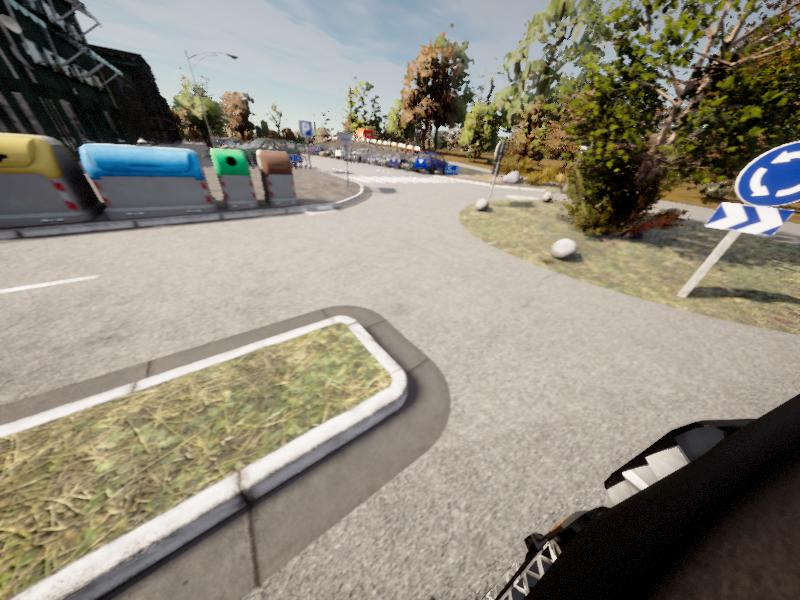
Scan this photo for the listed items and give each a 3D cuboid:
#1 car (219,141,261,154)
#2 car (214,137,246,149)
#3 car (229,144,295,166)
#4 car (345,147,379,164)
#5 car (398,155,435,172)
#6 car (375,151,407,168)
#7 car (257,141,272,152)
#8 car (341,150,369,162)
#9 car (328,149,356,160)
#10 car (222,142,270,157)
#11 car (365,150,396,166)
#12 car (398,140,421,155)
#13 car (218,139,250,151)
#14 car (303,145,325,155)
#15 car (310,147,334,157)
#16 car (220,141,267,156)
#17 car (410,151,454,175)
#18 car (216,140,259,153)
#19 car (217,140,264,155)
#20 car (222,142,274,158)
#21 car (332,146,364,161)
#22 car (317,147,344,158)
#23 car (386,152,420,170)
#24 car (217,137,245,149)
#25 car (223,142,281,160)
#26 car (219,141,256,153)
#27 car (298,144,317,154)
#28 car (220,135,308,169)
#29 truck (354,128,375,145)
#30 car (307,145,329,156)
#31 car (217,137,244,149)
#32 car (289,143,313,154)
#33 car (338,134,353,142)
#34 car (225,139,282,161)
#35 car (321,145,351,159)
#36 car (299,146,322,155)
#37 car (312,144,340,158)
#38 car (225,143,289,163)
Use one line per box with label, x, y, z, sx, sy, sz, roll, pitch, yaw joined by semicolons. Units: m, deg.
car;-25.843;-24.810;37.604;2.097;1.535;5.008;24;38;28
car;-42.289;-39.167;57.595;2.435;2.045;5.566;24;38;28
car;-12.666;-13.469;21.535;2.002;1.452;4.674;24;38;28
car;-6.274;-24.511;39.197;2.435;2.045;5.566;25;37;27
car;2.139;-17.095;29.085;2.231;1.521;4.892;25;37;27
car;-1.201;-20.098;33.144;2.185;1.767;4.553;25;37;27
car;-31.596;-35.630;53.640;2.097;1.767;4.553;-17;38;-30
car;-7.983;-25.717;41.399;2.163;1.488;4.792;25;37;28
car;-11.345;-28.641;45.513;2.231;1.521;4.892;24;37;28
car;-20.913;-20.530;31.561;2.163;1.488;4.792;24;38;28
car;-2.892;-21.543;35.199;2.185;1.767;4.553;25;37;28
car;1.534;-25.895;39.225;1.851;1.617;3.988;-17;42;-30
car;-34.089;-31.967;47.567;2.185;1.767;4.553;24;38;28
car;-21.445;-37.400;57.752;2.185;1.767;4.553;24;37;28
car;-18.082;-34.379;53.724;2.163;1.488;4.792;25;37;28
car;-22.540;-21.978;33.575;2.097;1.535;5.008;24;38;28
car;3.844;-15.877;26.918;2.435;2.045;5.566;24;36;28
car;-27.589;-26.145;39.478;1.946;1.575;5.366;24;38;28
car;-24.295;-23.319;35.456;1.946;1.575;5.366;24;38;28
car;-19.251;-19.151;29.553;2.231;1.521;4.892;24;38;28
car;-9.607;-27.422;43.348;2.435;2.045;5.566;24;36;28
car;-14.801;-31.458;49.487;1.946;1.575;5.366;25;37;28
car;0.440;-18.633;31.049;2.185;1.767;4.553;24;36;28
car;-39.073;-36.255;53.482;1.878;1.987;4.442;24;38;28
car;-17.503;-17.822;27.676;1.946;1.575;5.366;24;38;28
car;-29.127;-27.623;41.662;2.163;1.488;4.792;24;38;28
car;-24.706;-40.428;61.910;1.878;1.987;4.442;24;36;28
car;-11.011;-12.286;19.343;2.435;2.045;5.566;24;38;28
truck;-7.856;-35.625;50.270;2.627;2.467;5.204;-14;41;-27
car;-19.752;-35.955;55.697;2.185;1.767;4.553;24;36;28
car;-40.720;-37.669;55.493;1.878;1.987;4.442;24;38;28
car;-28.140;-43.277;65.895;2.435;2.045;5.566;25;37;27
car;-13.646;-40.171;57.350;2.007;1.525;4.514;-17;37;-30
car;-15.971;-16.422;25.446;2.185;1.767;4.553;24;38;28
car;-13.014;-30.286;47.414;2.435;2.045;5.566;25;37;28
car;-23.100;-38.747;59.895;2.231;1.521;4.892;25;37;27
car;-16.341;-33.196;51.564;2.435;2.045;5.566;24;36;28
car;-14.315;-14.913;23.521;2.231;1.521;4.892;24;38;28
